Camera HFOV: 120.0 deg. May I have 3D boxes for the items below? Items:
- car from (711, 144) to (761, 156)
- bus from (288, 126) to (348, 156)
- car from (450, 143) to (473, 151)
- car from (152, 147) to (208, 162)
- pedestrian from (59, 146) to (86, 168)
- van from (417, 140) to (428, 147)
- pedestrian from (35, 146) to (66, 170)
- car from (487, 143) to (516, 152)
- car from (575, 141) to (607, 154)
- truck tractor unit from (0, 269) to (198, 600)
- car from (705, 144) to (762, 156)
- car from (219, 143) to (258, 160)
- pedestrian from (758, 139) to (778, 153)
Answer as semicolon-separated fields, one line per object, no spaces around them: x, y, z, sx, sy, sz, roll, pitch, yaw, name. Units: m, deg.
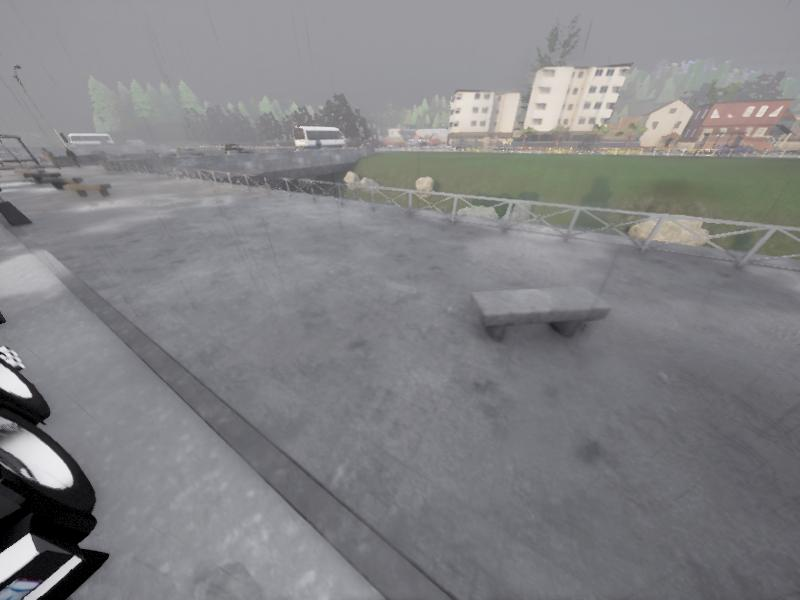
52.454;-23.633;36.235;3.806;1.475;1.970;18;39;25;car
-15.341;-30.860;44.730;3.944;4.253;10.273;18;40;25;bus
14.465;-36.079;54.355;4.892;1.490;1.837;19;39;25;car
-29.715;-19.826;31.407;2.128;1.511;4.902;19;39;25;car
-33.157;-14.482;23.418;0.751;1.860;0.751;28;44;34;pedestrian
8.168;-57.549;84.760;2.069;2.038;4.480;18;39;25;van
-33.214;-13.498;22.006;0.751;1.860;0.751;29;44;35;pedestrian
22.184;-33.579;50.785;5.357;1.411;2.033;18;39;25;car
33.979;-27.261;41.173;3.866;1.878;1.905;18;39;25;car
-5.119;-0.291;0.771;6.516;4.208;3.053;18;39;24;truck tractor unit
48.982;-22.165;34.086;4.193;1.474;1.816;18;39;25;car
-23.423;-21.702;33.710;1.905;1.878;3.866;18;39;24;car
58.999;-24.686;37.053;0.751;1.860;0.751;21;40;28;pedestrian
